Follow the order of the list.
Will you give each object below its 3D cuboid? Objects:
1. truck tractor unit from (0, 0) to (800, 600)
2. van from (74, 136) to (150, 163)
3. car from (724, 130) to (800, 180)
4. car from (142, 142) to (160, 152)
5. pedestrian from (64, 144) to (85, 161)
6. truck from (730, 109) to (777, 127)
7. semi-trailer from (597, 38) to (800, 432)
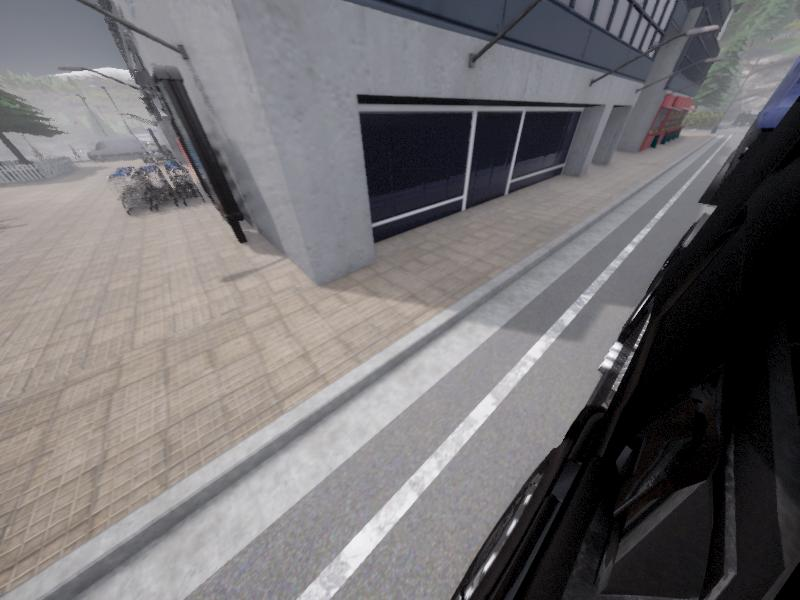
[{"bbox_3d":[2.645,-0.295,0.351,6.516,4.208,3.053,-28,44,-30],"label":"truck tractor unit"},{"bbox_3d":[-38.768,-20.585,31.483,5.915,2.561,1.988,-29,44,-31],"label":"van"},{"bbox_3d":[15.984,-6.311,9.871,4.181,1.385,1.994,-29,44,-31],"label":"car"},{"bbox_3d":[-50.231,-30.853,46.604,1.970,1.475,3.806,-29,44,-31],"label":"car"},{"bbox_3d":[-44.307,-20.089,31.454,0.751,1.860,0.751,27,46,33],"label":"pedestrian"},{"bbox_3d":[58.263,-30.166,38.258,2.390,2.098,6.274,23,44,30],"label":"truck"},{"bbox_3d":[8.708,-3.606,4.207,14.254,4.402,2.717,-28,44,-30],"label":"semi-trailer"}]
